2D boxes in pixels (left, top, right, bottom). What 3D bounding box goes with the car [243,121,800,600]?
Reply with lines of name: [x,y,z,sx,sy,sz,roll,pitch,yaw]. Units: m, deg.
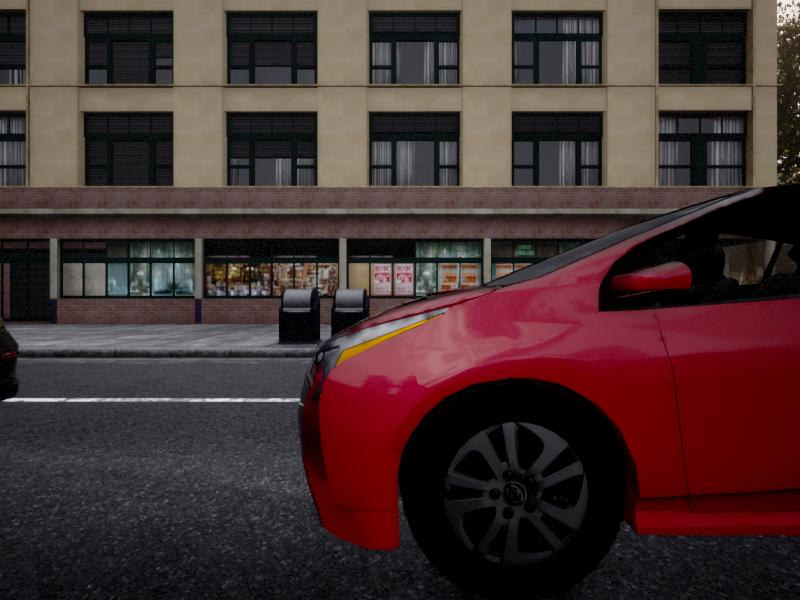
car: [1.791,0.228,2.195,4.514,1.525,2.007,0,0,0]

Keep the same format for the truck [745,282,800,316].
truck: [26.350,-0.058,26.167,2.390,2.098,6.274,0,0,2]

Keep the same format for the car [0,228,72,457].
car: [-4.859,0.270,2.172,4.674,1.442,1.812,0,0,0]

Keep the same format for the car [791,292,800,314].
car: [29.894,0.201,26.977,1.801,1.575,5.366,0,0,-1]

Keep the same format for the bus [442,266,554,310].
bus: [9.592,-1.135,40.268,10.273,4.253,3.944,0,0,0]
